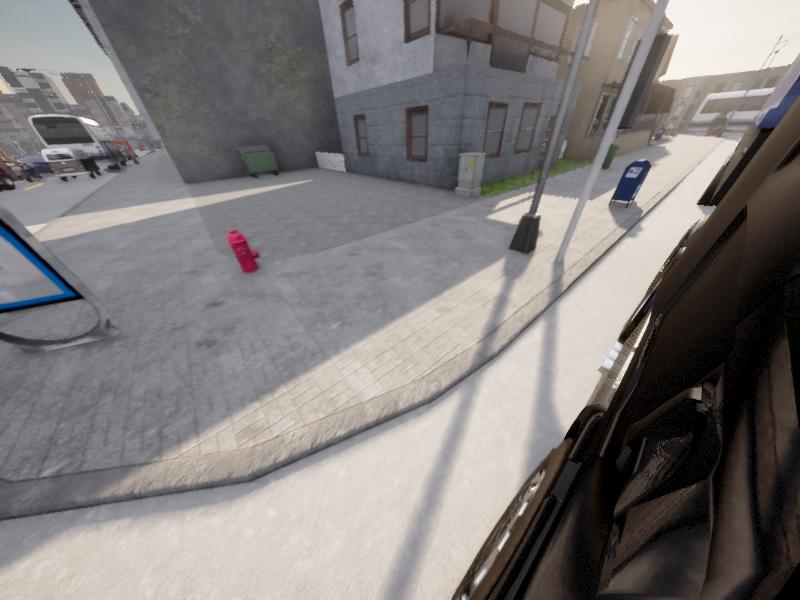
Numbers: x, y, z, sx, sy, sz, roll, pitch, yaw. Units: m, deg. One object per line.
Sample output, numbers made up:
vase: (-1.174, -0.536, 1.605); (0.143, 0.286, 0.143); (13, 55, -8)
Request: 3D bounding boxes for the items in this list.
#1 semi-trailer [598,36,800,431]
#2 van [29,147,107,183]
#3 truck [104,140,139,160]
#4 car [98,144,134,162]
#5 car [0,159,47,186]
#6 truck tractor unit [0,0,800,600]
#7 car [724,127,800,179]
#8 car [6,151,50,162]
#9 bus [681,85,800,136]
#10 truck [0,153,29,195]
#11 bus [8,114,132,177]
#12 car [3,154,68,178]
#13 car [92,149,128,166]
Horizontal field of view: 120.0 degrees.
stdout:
semi-trailer: (8.703, -3.591, 4.239); (14.254, 4.402, 2.717); (-28, 43, -30)
van: (-25.439, -10.608, 17.976); (2.069, 2.038, 4.480); (-28, 43, -30)
truck: (-47.046, -25.542, 39.230); (2.627, 2.467, 5.204); (-29, 44, -31)
car: (-42.316, -22.082, 34.597); (2.150, 2.045, 5.566); (-28, 43, -30)
car: (-30.382, -9.996, 18.044); (1.994, 1.385, 4.181); (-29, 44, -31)
truck tractor unit: (2.645, -0.295, 0.351); (6.516, 4.208, 3.053); (-28, 44, -30)
car: (16.853, -6.739, 10.391); (4.514, 1.525, 2.007); (-28, 43, -30)
car: (-73.988, -28.594, 46.060); (4.181, 1.385, 1.994); (-29, 44, -30)
bus: (42.647, -22.459, 27.651); (3.944, 4.253, 10.273); (-28, 43, -30)
truck: (-24.744, -7.168, 11.783); (2.891, 3.827, 8.468); (-27, 43, -29)
bus: (-31.423, -15.413, 23.010); (3.944, 4.253, 10.273); (-28, 43, -30)
car: (-34.579, -12.913, 22.122); (1.882, 1.535, 5.008); (-28, 43, -30)
car: (-37.646, -18.694, 30.148); (2.007, 1.525, 4.514); (-28, 43, -30)
